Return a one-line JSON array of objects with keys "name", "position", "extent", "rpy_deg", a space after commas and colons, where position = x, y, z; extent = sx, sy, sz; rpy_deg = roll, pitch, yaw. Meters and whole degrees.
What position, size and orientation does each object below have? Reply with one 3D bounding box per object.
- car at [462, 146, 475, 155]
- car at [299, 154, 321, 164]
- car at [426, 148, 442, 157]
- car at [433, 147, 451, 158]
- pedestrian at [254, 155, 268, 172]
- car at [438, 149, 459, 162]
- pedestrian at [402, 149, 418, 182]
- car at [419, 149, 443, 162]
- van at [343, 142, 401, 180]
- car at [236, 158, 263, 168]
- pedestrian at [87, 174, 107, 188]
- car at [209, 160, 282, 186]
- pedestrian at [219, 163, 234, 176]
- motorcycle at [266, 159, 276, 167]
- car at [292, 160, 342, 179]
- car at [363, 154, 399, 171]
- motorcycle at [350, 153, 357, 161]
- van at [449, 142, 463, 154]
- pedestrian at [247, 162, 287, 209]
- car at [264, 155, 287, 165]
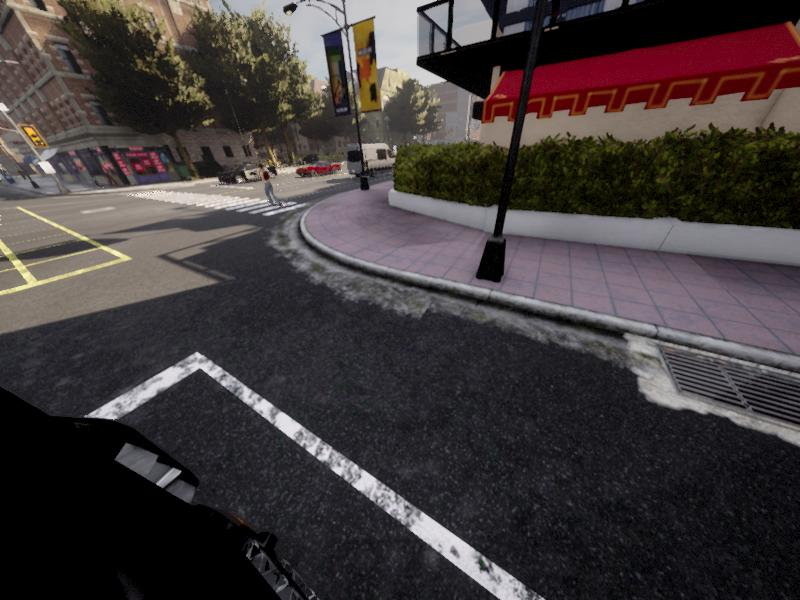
[{"name": "car", "position": [15.727, -34.307, 52.977], "extent": [1.851, 1.617, 3.988], "rpy_deg": [16, 38, 26]}, {"name": "car", "position": [-19.246, -30.057, 49.339], "extent": [3.988, 1.617, 1.851], "rpy_deg": [16, 38, 26]}, {"name": "car", "position": [8.005, -34.183, 53.507], "extent": [1.837, 1.490, 4.892], "rpy_deg": [16, 37, 26]}, {"name": "car", "position": [9.009, -31.402, 49.151], "extent": [1.801, 1.575, 5.366], "rpy_deg": [16, 38, 26]}, {"name": "pedestrian", "position": [-18.652, -18.255, 30.953], "extent": [0.751, 1.860, 0.751], "rpy_deg": [12, 36, 22]}, {"name": "car", "position": [7.442, -22.057, 35.286], "extent": [1.816, 1.474, 4.193], "rpy_deg": [16, 38, 26]}, {"name": "pedestrian", "position": [0.708, -9.100, 15.619], "extent": [0.751, 1.860, 0.751], "rpy_deg": [14, 37, 24]}, {"name": "car", "position": [5.205, -23.712, 37.912], "extent": [2.038, 1.542, 4.974], "rpy_deg": [16, 38, 26]}, {"name": "van", "position": [-2.235, -12.762, 21.078], "extent": [1.988, 2.561, 5.915], "rpy_deg": [16, 38, 26]}, {"name": "car", "position": [-31.756, -28.914, 48.741], "extent": [4.892, 1.521, 2.231], "rpy_deg": [16, 38, 26]}, {"name": "pedestrian", "position": [-28.328, -11.091, 21.608], "extent": [0.500, 1.100, 0.500], "rpy_deg": [3, 34, 9]}, {"name": "car", "position": [-14.257, -12.025, 21.731], "extent": [1.930, 1.638, 5.238], "rpy_deg": [16, 38, 26]}, {"name": "pedestrian", "position": [-20.652, -15.508, 27.477], "extent": [0.751, 1.300, 0.751], "rpy_deg": [17, 38, 27]}, {"name": "motorcycle", "position": [-23.664, -25.170, 42.451], "extent": [0.803, 1.145, 2.033], "rpy_deg": [6, 33, -4]}, {"name": "car", "position": [-8.519, -13.710, 24.129], "extent": [1.895, 1.301, 4.718], "rpy_deg": [16, 38, 26]}, {"name": "car", "position": [-2.121, -16.327, 27.386], "extent": [1.837, 1.490, 4.892], "rpy_deg": [16, 38, 26]}, {"name": "motorcycle", "position": [-10.263, -31.493, 50.851], "extent": [0.764, 1.277, 2.356], "rpy_deg": [-11, 33, 7]}, {"name": "van", "position": [15.574, -42.388, 64.288], "extent": [1.988, 2.561, 5.915], "rpy_deg": [16, 38, 26]}, {"name": "pedestrian", "position": [-6.118, -5.299, 10.706], "extent": [0.751, 1.860, 0.751], "rpy_deg": [14, 37, 24]}, {"name": "car", "position": [-29.266, -32.991, 54.319], "extent": [4.605, 1.855, 1.932], "rpy_deg": [17, 38, 25]}]
